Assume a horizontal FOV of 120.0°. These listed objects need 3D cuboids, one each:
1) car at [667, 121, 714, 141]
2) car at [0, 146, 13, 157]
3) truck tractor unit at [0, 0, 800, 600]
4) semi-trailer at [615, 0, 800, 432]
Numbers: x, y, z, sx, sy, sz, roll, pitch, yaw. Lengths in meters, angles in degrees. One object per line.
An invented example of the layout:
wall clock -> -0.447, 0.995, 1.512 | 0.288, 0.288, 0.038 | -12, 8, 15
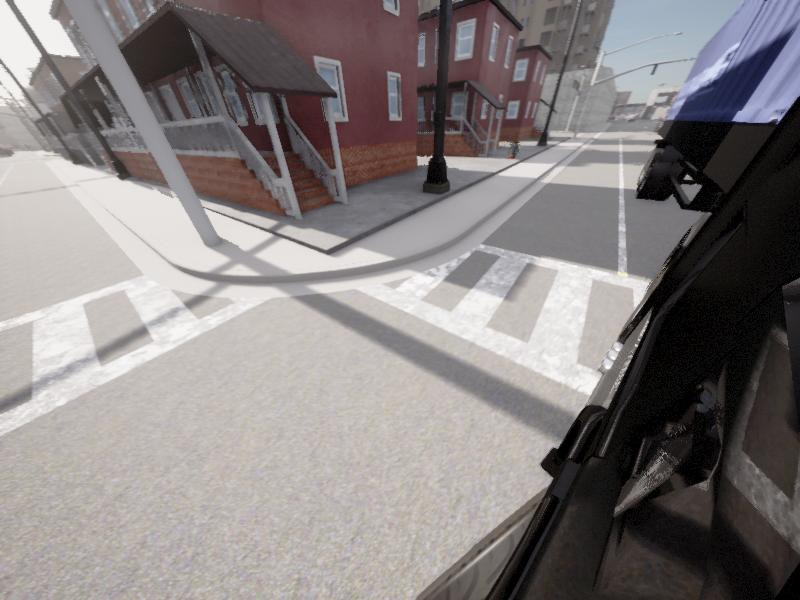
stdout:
car -> 30.133, -17.715, 24.157 | 2.038, 1.542, 4.974 | 23, 44, 30
car -> -80.973, -30.033, 46.715 | 4.856, 1.649, 2.033 | 23, 44, 30
truck tractor unit -> 2.645, -0.295, 0.351 | 6.516, 4.208, 3.053 | -28, 44, -30
semi-trailer -> 7.894, -4.055, 4.883 | 2.717, 4.402, 14.254 | 25, 45, 31
